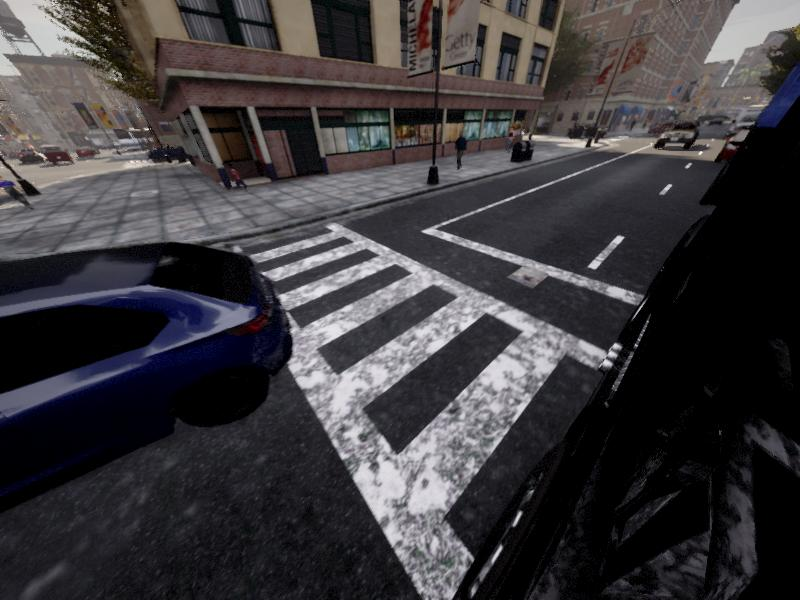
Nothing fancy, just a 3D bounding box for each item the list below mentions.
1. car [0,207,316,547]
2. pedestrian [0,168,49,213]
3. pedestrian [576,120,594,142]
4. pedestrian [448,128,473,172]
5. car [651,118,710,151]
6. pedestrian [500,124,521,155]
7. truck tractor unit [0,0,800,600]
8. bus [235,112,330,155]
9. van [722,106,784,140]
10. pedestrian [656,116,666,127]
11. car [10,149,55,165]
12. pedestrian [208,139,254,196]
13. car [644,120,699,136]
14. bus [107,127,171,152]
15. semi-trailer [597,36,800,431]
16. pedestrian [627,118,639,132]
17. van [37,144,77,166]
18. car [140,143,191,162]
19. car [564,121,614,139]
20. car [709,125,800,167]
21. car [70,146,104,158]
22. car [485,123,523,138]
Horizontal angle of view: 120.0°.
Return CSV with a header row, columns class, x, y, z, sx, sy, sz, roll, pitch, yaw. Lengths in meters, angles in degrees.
class,x,y,z,sx,sy,sz,roll,pitch,yaw
car,-3.174,0.621,1.770,4.193,1.474,1.816,-22,41,-24
pedestrian,-14.254,-4.046,8.524,0.751,1.300,0.751,-29,44,-31
pedestrian,20.021,-18.236,24.973,0.751,1.860,0.751,-29,44,-31
pedestrian,3.167,-7.900,12.164,0.751,1.860,0.751,29,47,35
car,22.029,-13.008,18.141,4.605,1.855,1.932,-29,44,-31
pedestrian,8.421,-12.277,17.701,0.751,1.860,0.751,-24,42,-26
truck tractor unit,2.645,-0.295,0.351,6.516,4.208,3.053,-28,44,-30
bus,-15.869,-23.314,32.210,10.273,4.253,3.944,-29,44,-31
van,35.513,-17.912,23.432,6.366,2.431,2.351,-29,44,-31
pedestrian,59.571,-40.776,52.734,0.751,1.860,0.751,-23,41,-25
car,-50.735,-19.930,32.041,2.038,1.542,4.974,-29,44,-31
pedestrian,-6.690,-5.260,9.226,0.751,1.860,0.751,-27,43,-29
car,36.537,-23.189,31.168,5.008,1.535,1.882,-7,37,-5
bus,-61.324,-38.278,54.938,3.944,4.253,10.273,-7,37,-5
semi-trailer,8.735,-3.572,4.203,14.254,4.402,2.717,-28,43,-29
pedestrian,37.702,-28.303,37.370,0.751,1.860,0.751,24,44,31
van,-42.479,-18.109,28.735,4.442,1.987,1.775,28,47,34
car,-28.410,-18.125,28.232,3.988,1.617,1.851,-25,42,-27
car,25.536,-23.121,31.452,1.932,1.855,4.605,-26,43,-28
car,19.123,-8.451,12.557,4.792,1.488,2.163,-29,44,-31
car,-53.870,-25.619,39.880,2.163,1.488,4.792,-24,42,-26
car,18.762,-30.772,41.945,2.150,2.045,5.566,-30,44,-31
